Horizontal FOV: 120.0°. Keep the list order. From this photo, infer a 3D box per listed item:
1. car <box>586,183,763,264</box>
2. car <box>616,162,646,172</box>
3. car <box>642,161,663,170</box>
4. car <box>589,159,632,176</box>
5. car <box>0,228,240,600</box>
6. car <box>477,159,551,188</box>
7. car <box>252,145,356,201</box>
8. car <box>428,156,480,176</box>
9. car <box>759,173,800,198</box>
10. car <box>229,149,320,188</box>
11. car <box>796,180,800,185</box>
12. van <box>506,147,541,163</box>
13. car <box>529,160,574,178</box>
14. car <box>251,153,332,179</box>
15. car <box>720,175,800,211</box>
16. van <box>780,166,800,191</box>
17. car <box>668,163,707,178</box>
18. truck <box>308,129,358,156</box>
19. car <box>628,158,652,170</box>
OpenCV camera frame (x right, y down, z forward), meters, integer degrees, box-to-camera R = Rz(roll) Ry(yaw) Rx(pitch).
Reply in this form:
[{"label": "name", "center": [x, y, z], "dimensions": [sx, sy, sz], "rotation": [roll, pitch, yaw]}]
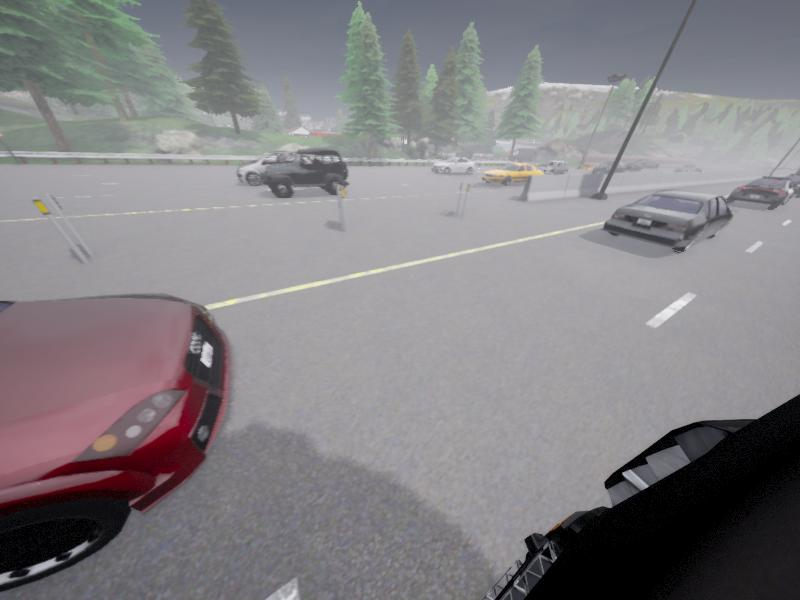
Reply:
[{"label": "car", "center": [8.666, -2.660, 7.267], "dimensions": [5.357, 1.411, 2.033], "rotation": [-16, 38, -26]}, {"label": "car", "center": [39.565, -22.767, 39.605], "dimensions": [4.718, 1.301, 1.895], "rotation": [-16, 38, -26]}, {"label": "car", "center": [55.814, -29.800, 51.051], "dimensions": [3.705, 1.549, 1.789], "rotation": [-16, 38, -26]}, {"label": "car", "center": [27.222, -17.170, 29.900], "dimensions": [4.553, 1.767, 2.097], "rotation": [-16, 38, -26]}, {"label": "car", "center": [-3.491, 0.840, 1.163], "dimensions": [4.181, 1.385, 1.994], "rotation": [-16, 38, -26]}, {"label": "car", "center": [8.471, -9.442, 17.180], "dimensions": [5.366, 1.575, 1.801], "rotation": [-16, 38, -26]}, {"label": "car", "center": [-4.294, -5.902, 10.671], "dimensions": [3.866, 1.878, 1.905], "rotation": [-16, 38, -26]}, {"label": "car", "center": [5.260, -12.976, 22.318], "dimensions": [4.674, 1.442, 1.812], "rotation": [-16, 38, -26]}, {"label": "car", "center": [33.388, -9.821, 19.659], "dimensions": [4.974, 1.542, 2.038], "rotation": [-16, 38, -26]}, {"label": "car", "center": [-6.830, -7.313, 12.835], "dimensions": [3.988, 1.617, 1.851], "rotation": [-16, 38, -26]}, {"label": "car", "center": [56.021, -16.320, 31.042], "dimensions": [4.514, 1.525, 2.007], "rotation": [-16, 38, -26]}, {"label": "van", "center": [25.995, -30.691, 48.912], "dimensions": [1.988, 2.561, 5.915], "rotation": [-16, 38, -26]}, {"label": "car", "center": [15.930, -13.796, 24.312], "dimensions": [3.806, 1.475, 1.970], "rotation": [-16, 38, -26]}, {"label": "car", "center": [-7.386, -9.278, 15.996], "dimensions": [4.718, 1.301, 1.895], "rotation": [-16, 38, -26]}, {"label": "car", "center": [22.287, -6.632, 14.078], "dimensions": [4.974, 1.542, 2.038], "rotation": [-16, 38, -26]}, {"label": "van", "center": [43.539, -13.136, 24.455], "dimensions": [5.915, 2.561, 1.988], "rotation": [-16, 38, -26]}, {"label": "car", "center": [42.818, -19.324, 34.434], "dimensions": [5.027, 1.651, 2.152], "rotation": [-16, 38, -26]}, {"label": "truck", "center": [-12.883, -30.480, 44.856], "dimensions": [8.468, 3.827, 2.891], "rotation": [-14, 37, -24]}, {"label": "car", "center": [49.819, -28.201, 47.950], "dimensions": [3.866, 1.878, 1.905], "rotation": [-16, 38, -26]}]
